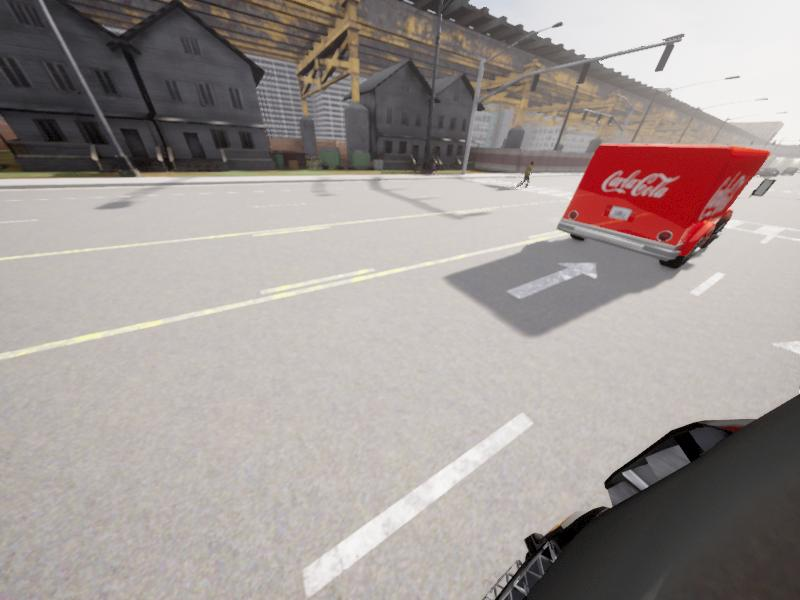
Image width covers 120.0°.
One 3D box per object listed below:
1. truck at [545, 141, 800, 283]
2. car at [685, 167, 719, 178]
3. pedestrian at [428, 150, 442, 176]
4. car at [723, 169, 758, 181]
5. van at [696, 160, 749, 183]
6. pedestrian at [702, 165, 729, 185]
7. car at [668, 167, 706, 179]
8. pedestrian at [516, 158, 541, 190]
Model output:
[{"bbox_3d":[7.202,-2.669,6.272,5.204,2.467,2.627,-15,38,-25],"label":"truck"},{"bbox_3d":[49.333,-20.812,37.717,5.357,1.411,2.033,-16,38,-26],"label":"car"},{"bbox_3d":[2.964,-11.657,19.708,0.751,1.860,0.751,-5,34,-12],"label":"pedestrian"},{"bbox_3d":[54.511,-20.044,36.949,5.357,1.411,2.033,-16,38,-26],"label":"car"},{"bbox_3d":[43.246,-17.282,31.012,6.366,2.431,2.351,-16,38,-26],"label":"van"},{"bbox_3d":[35.793,-14.169,26.235,0.751,1.860,0.751,-1,34,-6],"label":"pedestrian"},{"bbox_3d":[42.787,-18.961,34.438,5.357,1.411,2.033,-16,38,-26],"label":"car"},{"bbox_3d":[8.816,-8.670,15.930,0.751,1.860,0.751,-21,40,-32],"label":"pedestrian"}]
